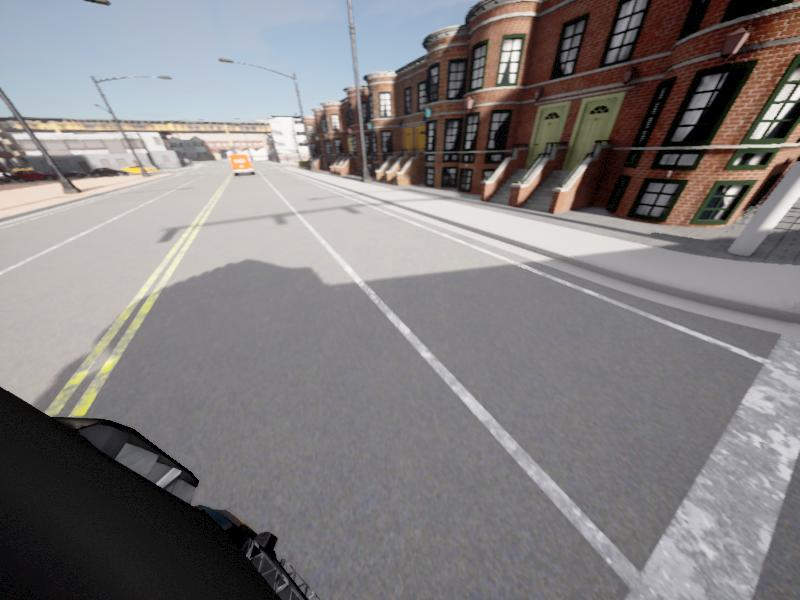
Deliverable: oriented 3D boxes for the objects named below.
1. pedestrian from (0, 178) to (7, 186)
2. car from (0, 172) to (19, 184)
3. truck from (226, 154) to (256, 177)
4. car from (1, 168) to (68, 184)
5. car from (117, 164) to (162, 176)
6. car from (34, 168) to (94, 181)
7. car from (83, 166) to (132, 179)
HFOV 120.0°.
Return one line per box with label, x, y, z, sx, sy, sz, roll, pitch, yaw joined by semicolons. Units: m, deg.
pedestrian;-49.957;-15.042;28.327;0.751;1.860;0.751;-25;39;-31
car;-63.191;-18.381;35.150;4.792;1.488;2.163;-20;37;-24
truck;-22.273;-19.051;32.541;2.627;2.467;5.204;-18;36;-24
car;-55.613;-19.013;35.340;4.856;1.649;2.033;-20;37;-24
car;-47.819;-24.046;42.580;5.008;1.535;1.882;-20;37;-25
car;-55.981;-21.020;38.643;5.357;1.411;2.033;-20;37;-24
car;-48.802;-21.415;38.699;4.674;1.442;1.812;-20;37;-25
